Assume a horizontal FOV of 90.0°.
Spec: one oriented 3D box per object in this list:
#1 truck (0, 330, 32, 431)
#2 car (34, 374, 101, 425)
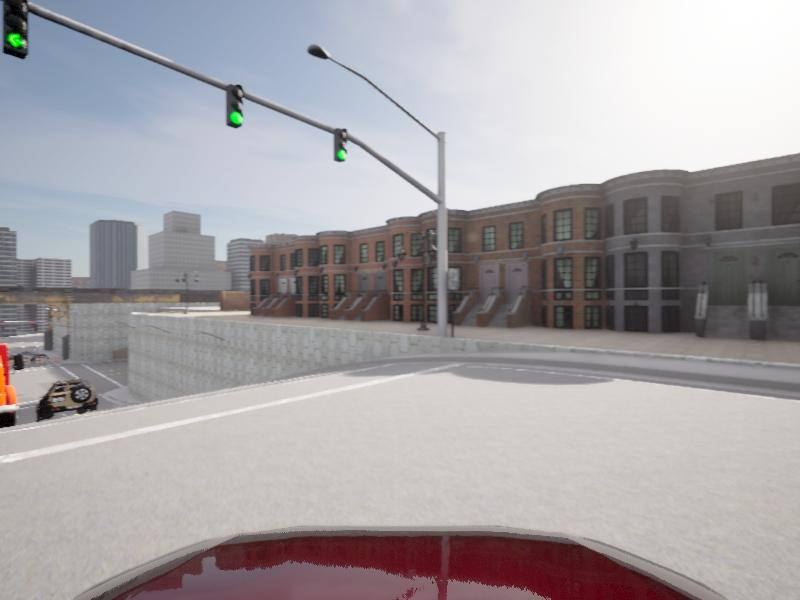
[{"bbox_3d":[-12.608,2.656,11.395,5.204,2.467,2.627,-18,-11,41],"label":"truck"},{"bbox_3d":[-16.610,4.982,19.895,4.605,1.855,1.932,-18,-12,41],"label":"car"}]
